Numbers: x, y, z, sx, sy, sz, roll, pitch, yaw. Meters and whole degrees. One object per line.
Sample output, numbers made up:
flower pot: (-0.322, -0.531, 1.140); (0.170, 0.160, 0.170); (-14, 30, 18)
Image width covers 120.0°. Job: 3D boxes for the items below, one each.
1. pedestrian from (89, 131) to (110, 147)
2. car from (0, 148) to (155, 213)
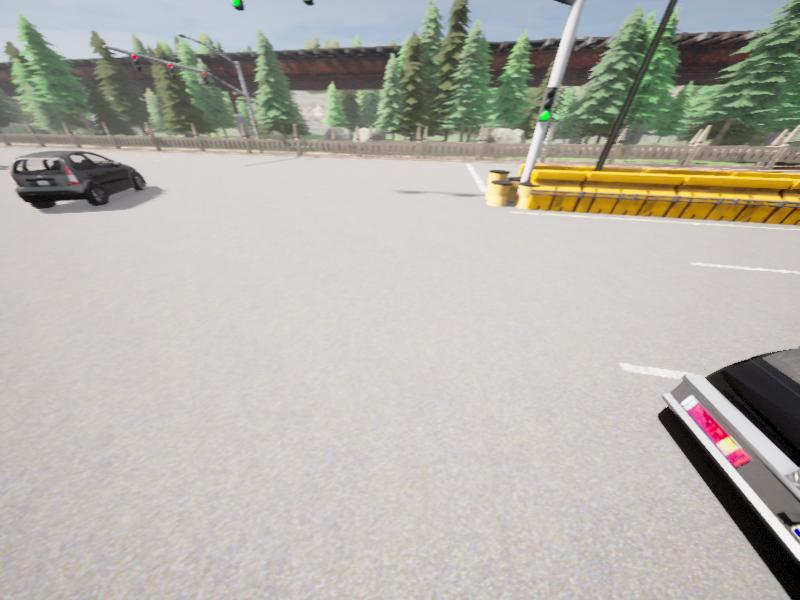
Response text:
pedestrian: (-42.102, -22.613, 32.405); (0.751, 1.860, 0.751); (8, 36, 10)
car: (-11.959, -4.746, 8.811); (1.851, 1.617, 3.988); (-11, 37, -16)
